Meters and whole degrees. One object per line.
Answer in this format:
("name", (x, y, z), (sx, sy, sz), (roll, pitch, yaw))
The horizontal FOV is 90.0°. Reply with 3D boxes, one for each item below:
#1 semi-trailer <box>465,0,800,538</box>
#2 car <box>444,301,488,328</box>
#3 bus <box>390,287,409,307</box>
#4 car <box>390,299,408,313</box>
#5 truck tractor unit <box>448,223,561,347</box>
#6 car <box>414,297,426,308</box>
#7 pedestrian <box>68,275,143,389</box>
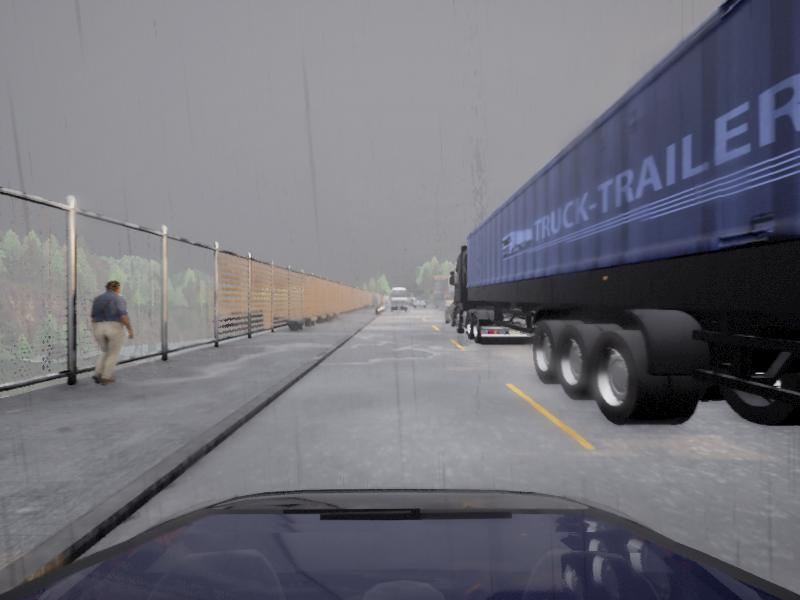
("semi-trailer", (3.981, -0.624, 8.979), (2.717, 4.402, 14.254), (0, 0, 0))
("car", (3.946, 0.807, 24.677), (1.882, 1.535, 5.008), (0, 0, 0))
("bus", (-0.073, -0.597, 90.356), (3.944, 4.253, 10.273), (0, 0, 0))
("car", (-0.112, 0.746, 51.623), (2.152, 1.651, 5.027), (0, 0, 0))
("truck tractor unit", (3.961, -0.525, 16.893), (3.053, 4.208, 6.516), (0, 0, 0))
("car", (3.828, 0.516, 78.461), (2.150, 2.045, 5.566), (0, 0, 0))
("pedestrian", (-5.052, 0.528, 6.910), (0.751, 1.860, 0.751), (0, 0, 0))
